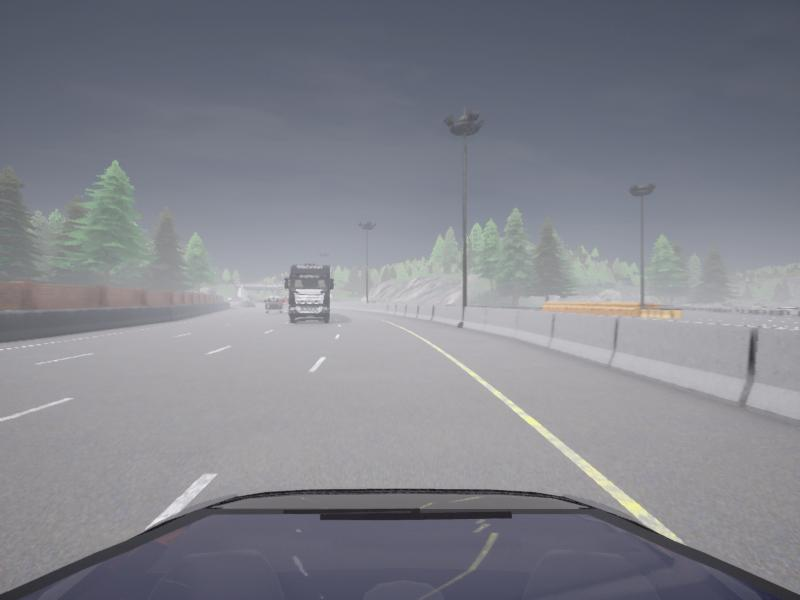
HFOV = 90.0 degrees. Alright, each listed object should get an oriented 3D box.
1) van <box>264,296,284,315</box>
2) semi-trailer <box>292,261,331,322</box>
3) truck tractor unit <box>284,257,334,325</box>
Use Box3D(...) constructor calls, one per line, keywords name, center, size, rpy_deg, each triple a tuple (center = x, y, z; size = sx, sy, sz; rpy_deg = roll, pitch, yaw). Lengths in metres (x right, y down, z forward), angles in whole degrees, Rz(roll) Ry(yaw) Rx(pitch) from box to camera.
Box3D(name="van", center=(-14.225, 0.585, 45.059), size=(2.069, 2.038, 4.480), rpy_deg=(0, 0, -18))
Box3D(name="semi-trailer", center=(-8.165, -0.613, 35.957), size=(2.717, 4.402, 14.254), rpy_deg=(0, 0, -14))
Box3D(name="truck tractor unit", center=(-6.318, -0.514, 28.263), size=(3.053, 4.208, 6.516), rpy_deg=(0, 0, -11))
